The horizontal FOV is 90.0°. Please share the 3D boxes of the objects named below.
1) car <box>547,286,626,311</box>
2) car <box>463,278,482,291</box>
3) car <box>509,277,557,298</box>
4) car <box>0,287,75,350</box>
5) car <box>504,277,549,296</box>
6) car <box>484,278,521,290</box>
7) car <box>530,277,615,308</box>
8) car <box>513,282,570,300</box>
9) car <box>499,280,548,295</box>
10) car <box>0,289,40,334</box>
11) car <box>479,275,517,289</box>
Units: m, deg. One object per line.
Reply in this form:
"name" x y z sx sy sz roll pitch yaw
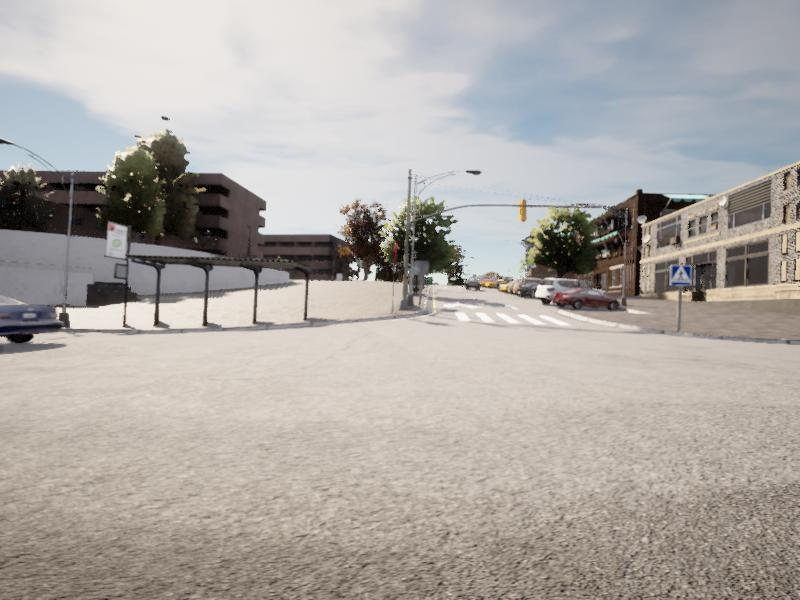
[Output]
"car" 12.947 -0.095 27.841 4.674 1.452 2.002 2 4 -15
"car" 10.259 -2.251 56.919 2.128 1.511 4.902 2 4 5
"car" 14.232 -1.355 42.799 4.442 1.987 1.878 2 4 -15
"car" -11.482 0.469 9.988 5.357 1.411 2.033 -1 -2 6
"car" 14.508 -1.554 45.809 4.442 1.987 1.878 2 4 -15
"car" 16.380 -2.517 63.931 5.366 1.575 1.946 2 4 -16
"car" 13.258 -0.583 30.833 5.566 2.045 2.435 2 4 -15
"car" 14.046 -0.928 39.848 4.892 1.521 2.231 2 4 -15
"car" 15.066 -1.522 48.911 5.366 1.575 1.946 2 4 -15
"car" -16.823 0.451 15.650 2.185 1.767 4.553 1 -2 -15
"car" 16.430 -2.971 66.863 5.566 2.045 2.435 2 4 -16
